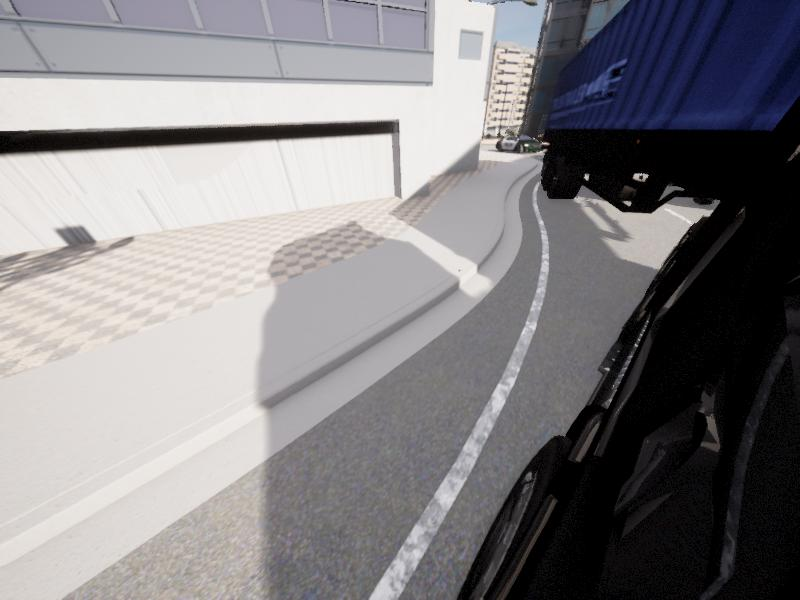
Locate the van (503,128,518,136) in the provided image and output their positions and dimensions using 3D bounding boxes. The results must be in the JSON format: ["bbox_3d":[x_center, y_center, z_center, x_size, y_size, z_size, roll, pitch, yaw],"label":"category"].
[{"bbox_3d":[37.503,-56.886,78.372,4.442,1.987,1.775,-17,38,-20],"label":"van"}]

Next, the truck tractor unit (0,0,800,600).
[{"bbox_3d":[2.645,-0.295,0.351,6.516,4.208,3.053,-28,44,-30],"label":"truck tractor unit"}]

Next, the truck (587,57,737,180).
[{"bbox_3d":[13.335,-9.433,12.451,2.891,3.827,8.468,26,45,32],"label":"truck"}]

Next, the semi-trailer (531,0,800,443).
[{"bbox_3d":[6.087,-4.568,5.781,2.717,4.402,14.254,9,38,17],"label":"semi-trailer"}]

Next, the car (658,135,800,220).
[{"bbox_3d":[10.668,-4.194,7.381,1.801,1.575,5.366,17,40,25],"label":"car"}]

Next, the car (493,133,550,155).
[{"bbox_3d":[11.675,-15.384,22.684,2.038,1.542,4.974,-11,37,-11],"label":"car"}]
